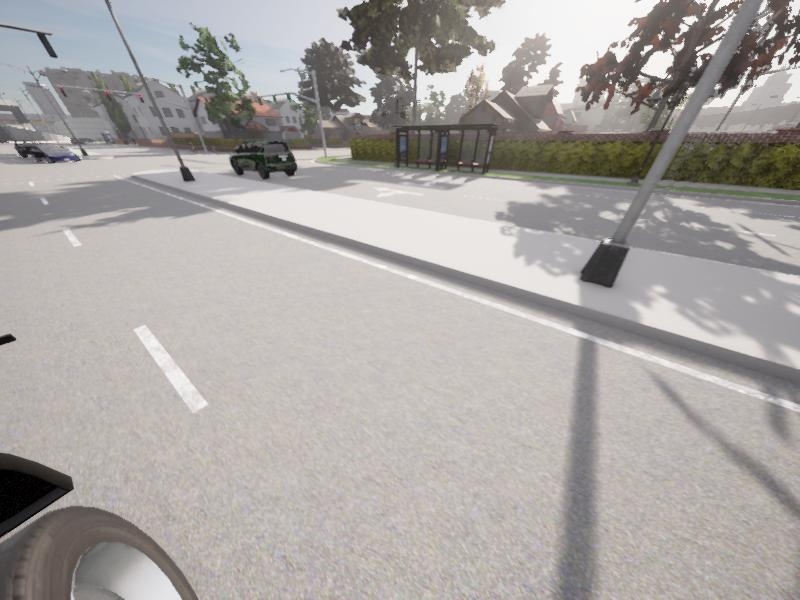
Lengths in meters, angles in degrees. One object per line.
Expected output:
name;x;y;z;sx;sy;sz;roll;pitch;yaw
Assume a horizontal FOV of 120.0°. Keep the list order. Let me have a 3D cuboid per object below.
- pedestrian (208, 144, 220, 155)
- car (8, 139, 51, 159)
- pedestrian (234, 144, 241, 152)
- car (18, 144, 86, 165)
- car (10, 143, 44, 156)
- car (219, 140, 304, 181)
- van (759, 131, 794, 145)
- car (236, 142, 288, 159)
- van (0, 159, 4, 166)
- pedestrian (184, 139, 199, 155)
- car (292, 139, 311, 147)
pedestrian;-27.784;-22.563;34.562;0.751;1.300;0.751;7;36;9
car;-44.631;-18.243;27.821;3.866;1.878;1.905;22;40;28
pedestrian;-26.154;-24.477;37.217;0.500;1.100;0.500;28;44;33
car;-34.642;-14.567;23.035;4.792;1.488;2.163;14;37;19
car;-51.967;-20.986;32.170;4.718;1.301;1.895;22;41;28
car;-9.405;-9.599;15.694;5.566;2.045;2.150;22;41;28
van;90.604;-39.114;55.680;1.988;2.561;5.915;22;42;28
car;-17.792;-19.523;30.071;1.930;1.638;5.238;26;42;31
van;-37.751;-13.045;20.367;4.480;2.038;2.069;22;40;28
pedestrian;-29.383;-21.552;32.627;0.751;1.860;0.751;25;42;30
car;-22.593;-36.041;53.040;3.806;1.475;1.970;22;41;28
